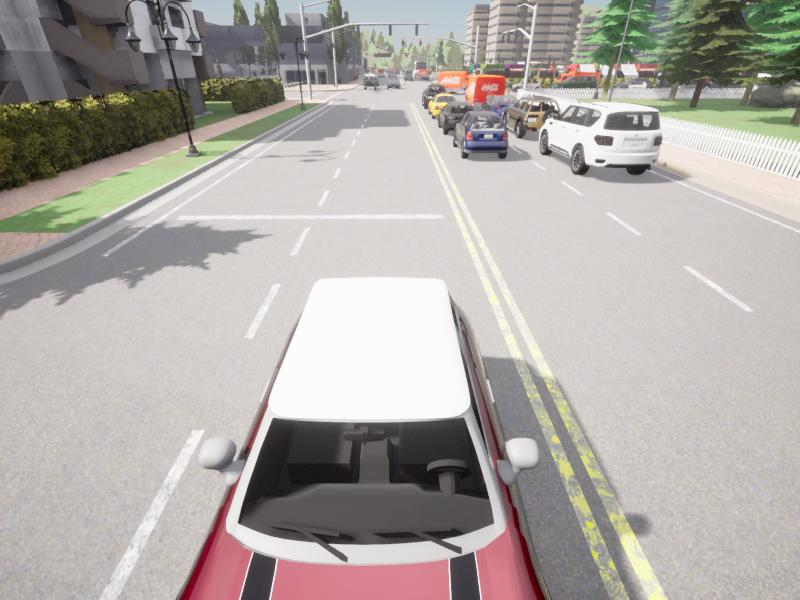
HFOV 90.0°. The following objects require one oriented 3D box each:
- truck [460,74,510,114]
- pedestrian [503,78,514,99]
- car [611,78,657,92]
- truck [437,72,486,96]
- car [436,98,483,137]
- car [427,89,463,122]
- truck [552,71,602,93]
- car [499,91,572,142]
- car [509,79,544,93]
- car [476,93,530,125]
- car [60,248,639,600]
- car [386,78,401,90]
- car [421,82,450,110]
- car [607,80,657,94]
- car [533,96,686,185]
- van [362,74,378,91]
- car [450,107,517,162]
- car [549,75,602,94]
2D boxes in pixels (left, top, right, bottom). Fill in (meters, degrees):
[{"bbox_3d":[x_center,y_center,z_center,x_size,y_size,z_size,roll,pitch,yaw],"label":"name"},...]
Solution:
[{"bbox_3d":[6.433,-16.073,31.101,2.627,2.467,5.204,0,30,-1],"label":"truck"},{"bbox_3d":[11.149,-21.716,41.021,0.751,1.860,0.751,1,30,2],"label":"pedestrian"},{"bbox_3d":[31.963,-29.400,54.743,4.856,1.649,2.033,-1,30,-2],"label":"car"},{"bbox_3d":[7.424,-26.403,48.791,5.204,2.467,2.627,12,32,20],"label":"truck"},{"bbox_3d":[3.066,-9.828,21.392,1.816,1.474,4.193,0,30,-1],"label":"car"},{"bbox_3d":[2.986,-13.395,27.396,1.801,1.575,5.366,0,30,-1],"label":"car"},{"bbox_3d":[23.860,-29.601,54.283,5.204,2.467,2.627,-1,30,-2],"label":"truck"},{"bbox_3d":[6.584,-9.310,20.104,1.932,1.855,4.605,0,30,-1],"label":"car"},{"bbox_3d":[17.072,-29.144,54.345,3.988,1.617,1.851,0,30,0],"label":"car"},{"bbox_3d":[6.507,-12.431,25.843,2.163,1.488,4.792,0,30,-1],"label":"car"},{"bbox_3d":[-0.172,1.065,2.755,1.970,1.475,3.806,0,30,0],"label":"car"},{"bbox_3d":[-0.969,-33.154,61.343,2.163,1.488,4.792,0,30,-1],"label":"car"},{"bbox_3d":[2.905,-17.075,33.404,1.932,1.855,4.605,0,30,-1],"label":"car"},{"bbox_3d":[29.868,-27.545,51.681,4.974,1.542,2.038,-1,30,-2],"label":"car"},{"bbox_3d":[6.667,-5.727,13.800,2.150,2.045,5.566,0,30,-1],"label":"car"},{"bbox_3d":[-4.441,-32.178,59.117,2.069,2.038,4.480,0,30,-1],"label":"van"},{"bbox_3d":[3.142,-6.677,15.915,1.789,1.549,3.705,0,30,-1],"label":"car"},{"bbox_3d":[22.422,-27.630,51.315,5.566,2.045,2.150,-1,30,-2],"label":"car"}]
